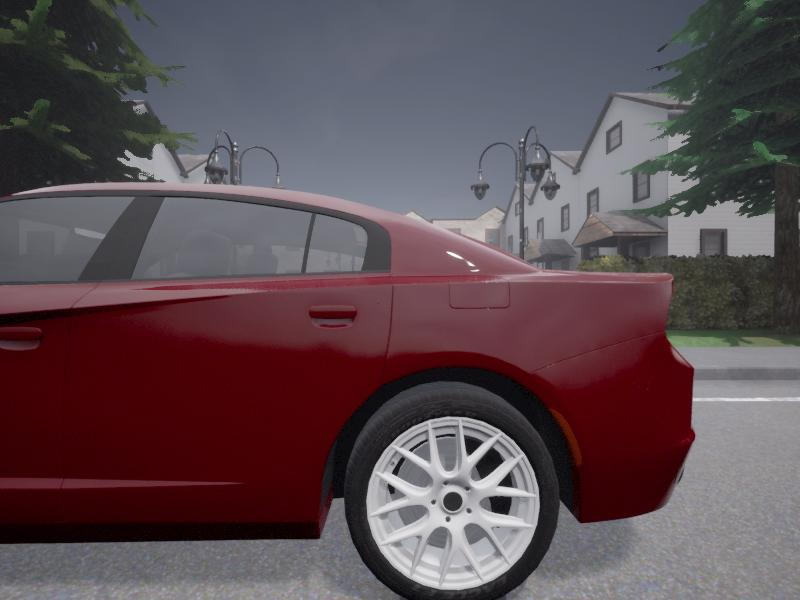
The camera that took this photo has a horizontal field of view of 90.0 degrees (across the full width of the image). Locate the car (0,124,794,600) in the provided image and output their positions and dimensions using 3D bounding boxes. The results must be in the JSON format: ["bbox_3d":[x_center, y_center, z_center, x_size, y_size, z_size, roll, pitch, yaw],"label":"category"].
[{"bbox_3d":[-1.271,0.223,2.175,5.008,1.535,1.882,0,0,-1],"label":"car"}]

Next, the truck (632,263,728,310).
[{"bbox_3d":[25.495,-1.112,37.157,2.891,3.827,8.468,0,0,-1],"label":"truck"}]

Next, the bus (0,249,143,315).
[{"bbox_3d":[-25.154,-1.149,30.949,3.944,4.253,10.273,0,0,0],"label":"bus"}]

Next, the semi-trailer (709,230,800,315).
[{"bbox_3d":[22.137,-1.410,19.557,2.717,4.402,14.254,0,0,-2],"label":"semi-trailer"}]
